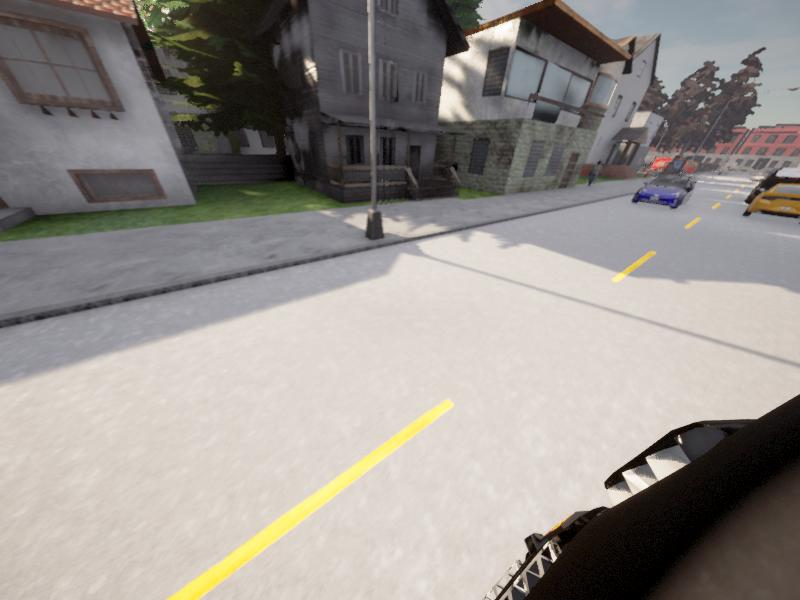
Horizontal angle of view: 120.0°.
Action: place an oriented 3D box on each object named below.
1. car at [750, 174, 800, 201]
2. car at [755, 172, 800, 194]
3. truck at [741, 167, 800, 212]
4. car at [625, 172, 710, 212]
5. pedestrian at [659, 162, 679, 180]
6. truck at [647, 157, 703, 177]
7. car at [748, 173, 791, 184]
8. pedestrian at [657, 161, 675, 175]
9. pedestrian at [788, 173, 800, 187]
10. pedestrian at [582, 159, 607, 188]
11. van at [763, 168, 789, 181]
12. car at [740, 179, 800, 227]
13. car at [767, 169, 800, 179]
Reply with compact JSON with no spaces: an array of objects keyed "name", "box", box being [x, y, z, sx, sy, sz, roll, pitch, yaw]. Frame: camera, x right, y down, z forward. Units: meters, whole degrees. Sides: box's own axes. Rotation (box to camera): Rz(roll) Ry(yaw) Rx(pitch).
[{"name":"car","box":[31.361,-9.364,19.039,4.902,1.511,2.128,-20,40,-30]},{"name":"car","box":[36.823,-11.420,22.456,3.988,1.617,1.851,-19,40,-30]},{"name":"truck","box":[25.098,-7.327,14.970,6.274,2.098,2.390,-20,40,-30]},{"name":"car","box":[15.102,-6.196,13.015,4.514,1.525,2.007,-20,40,-30]},{"name":"pedestrian","box":[31.941,-15.324,27.467,0.751,1.860,0.751,-22,41,-33]},{"name":"truck","box":[45.936,-22.356,38.759,2.627,2.467,5.204,-18,39,-29]},{"name":"car","box":[57.134,-18.780,35.729,4.718,1.301,1.895,-8,35,-15]},{"name":"pedestrian","box":[41.266,-20.449,35.855,0.751,1.860,0.751,3,34,-1]},{"name":"pedestrian","box":[49.964,-15.048,28.640,0.751,1.860,0.751,14,35,16]},{"name":"pedestrian","box":[14.771,-9.597,17.554,0.751,1.860,0.751,27,40,31]},{"name":"van","box":[71.114,-23.790,43.705,4.442,1.987,1.775,-20,40,-30]},{"name":"car","box":[19.027,-4.894,11.359,5.008,1.535,1.882,-20,40,-30]},{"name":"car","box":[93.191,-30.203,55.430,5.366,1.575,1.801,12,35,14]}]
